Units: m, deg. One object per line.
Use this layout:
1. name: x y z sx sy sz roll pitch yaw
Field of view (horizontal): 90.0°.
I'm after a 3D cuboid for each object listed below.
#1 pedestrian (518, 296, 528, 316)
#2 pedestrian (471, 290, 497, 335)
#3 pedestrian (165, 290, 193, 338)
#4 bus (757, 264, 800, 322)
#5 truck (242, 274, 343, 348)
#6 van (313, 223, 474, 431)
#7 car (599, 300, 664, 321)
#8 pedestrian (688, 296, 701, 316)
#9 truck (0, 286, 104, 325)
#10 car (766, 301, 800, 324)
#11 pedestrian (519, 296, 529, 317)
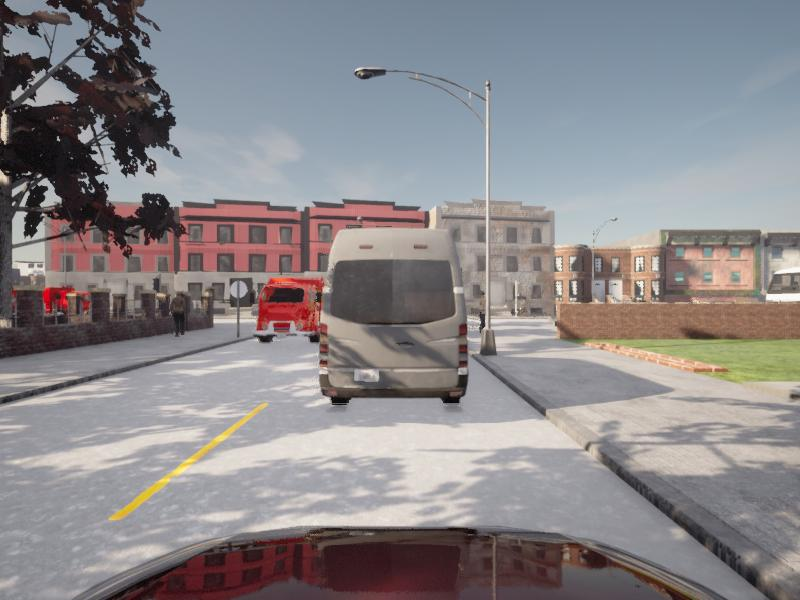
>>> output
1. pedestrian: 11.195 0.533 36.424 0.751 1.860 0.751 0 0 10
2. pedestrian: 3.540 0.524 16.929 0.751 1.860 0.751 0 0 -30
3. pedestrian: -8.783 0.534 15.935 0.751 1.860 0.751 0 0 -9
4. bus: 34.572 -0.534 30.990 10.273 4.253 3.944 0 0 0
5. truck: -3.951 0.356 15.941 2.627 2.467 5.204 0 0 0
6. van: -0.036 0.323 7.893 1.988 2.561 5.915 0 0 1
7. car: 17.972 0.788 31.195 3.988 1.617 1.851 0 0 0
8. pedestrian: 28.000 0.582 38.040 0.751 1.860 0.751 0 0 -9
9. truck: -23.793 0.353 27.276 5.204 2.467 2.627 0 0 0
10. car: 28.179 0.823 27.142 5.008 1.535 1.882 0 0 0
11. pedestrian: 11.104 0.533 35.800 0.751 1.860 0.751 0 0 6
